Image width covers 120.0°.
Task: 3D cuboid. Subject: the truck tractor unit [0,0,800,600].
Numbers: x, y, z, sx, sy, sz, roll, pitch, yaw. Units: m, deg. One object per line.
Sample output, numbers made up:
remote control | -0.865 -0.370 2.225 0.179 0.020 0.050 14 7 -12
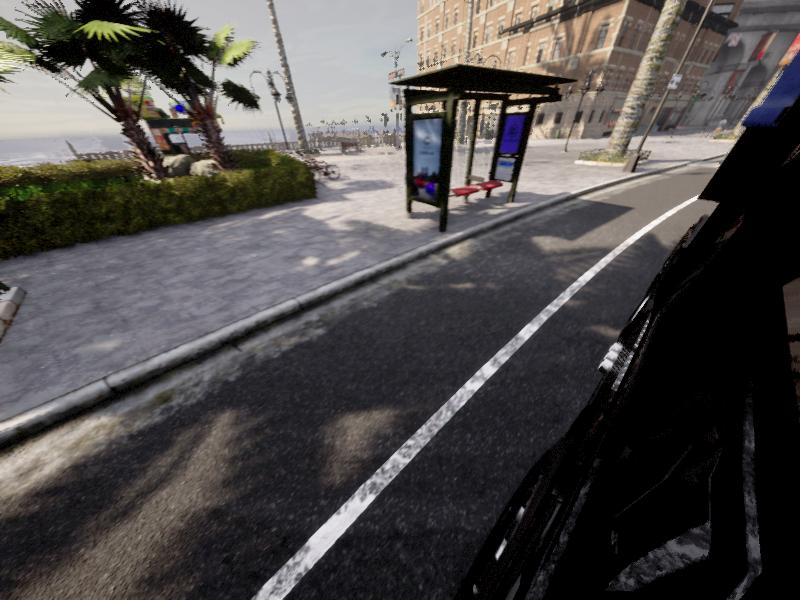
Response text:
truck tractor unit | 2.645 -0.295 0.351 6.516 4.208 3.053 -28 44 -30

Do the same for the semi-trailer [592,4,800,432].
semi-trailer | 9.038 -3.329 3.893 14.254 4.402 2.717 -24 42 -26

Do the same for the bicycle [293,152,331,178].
bicycle | -4.676 -7.208 12.341 1.643 1.024 0.373 -21 41 -23

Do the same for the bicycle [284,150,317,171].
bicycle | -6.204 -8.735 14.447 1.643 1.024 0.373 -21 41 -23

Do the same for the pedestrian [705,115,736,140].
pedestrian | 30.139 -16.204 21.768 0.751 1.860 0.751 -15 39 -17

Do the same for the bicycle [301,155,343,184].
bicycle | -3.657 -6.190 10.936 1.643 1.024 0.373 -21 41 -23
